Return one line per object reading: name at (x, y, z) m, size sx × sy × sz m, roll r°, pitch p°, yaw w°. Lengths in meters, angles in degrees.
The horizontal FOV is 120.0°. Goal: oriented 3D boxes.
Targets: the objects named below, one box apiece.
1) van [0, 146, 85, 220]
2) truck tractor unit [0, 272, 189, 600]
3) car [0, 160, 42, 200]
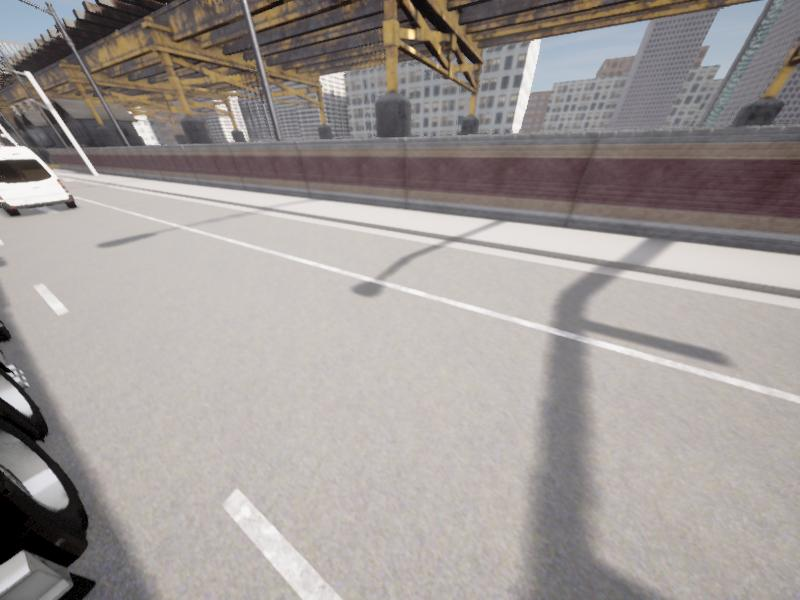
van at (-18.247, -5.695, 10.929) m, size 5.915 × 2.561 × 1.988 m, roll 17°, pitch 38°, yaw 25°
truck tractor unit at (-5.119, -0.259, 0.916) m, size 6.516 × 4.208 × 3.053 m, roll 15°, pitch 33°, yaw 26°
car at (-25.194, -7.545, 14.449) m, size 3.866 × 1.878 × 1.905 m, roll 17°, pitch 38°, yaw 25°
